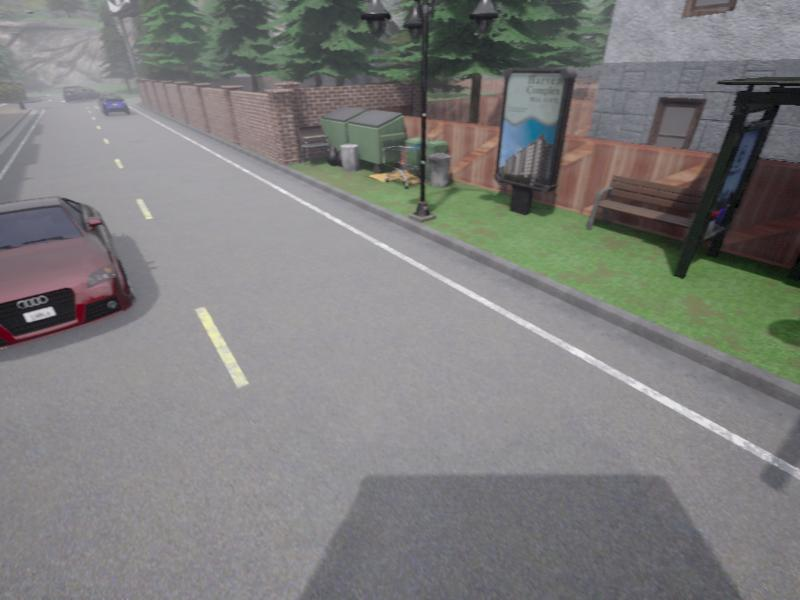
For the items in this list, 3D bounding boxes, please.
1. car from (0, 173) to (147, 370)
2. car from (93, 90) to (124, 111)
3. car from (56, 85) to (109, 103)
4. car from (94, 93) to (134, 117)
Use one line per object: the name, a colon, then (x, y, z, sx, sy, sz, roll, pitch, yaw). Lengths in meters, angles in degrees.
car: (-5.627, -0.757, 6.191, 1.994, 1.385, 4.181, -22, 36, -31)
car: (-27.635, -18.899, 37.877, 1.789, 1.549, 3.705, -21, 36, -30)
car: (-38.423, -25.037, 48.586, 2.242, 1.667, 4.611, 3, 30, 5)
car: (-23.881, -16.321, 33.356, 2.007, 1.525, 4.514, -21, 35, -30)
